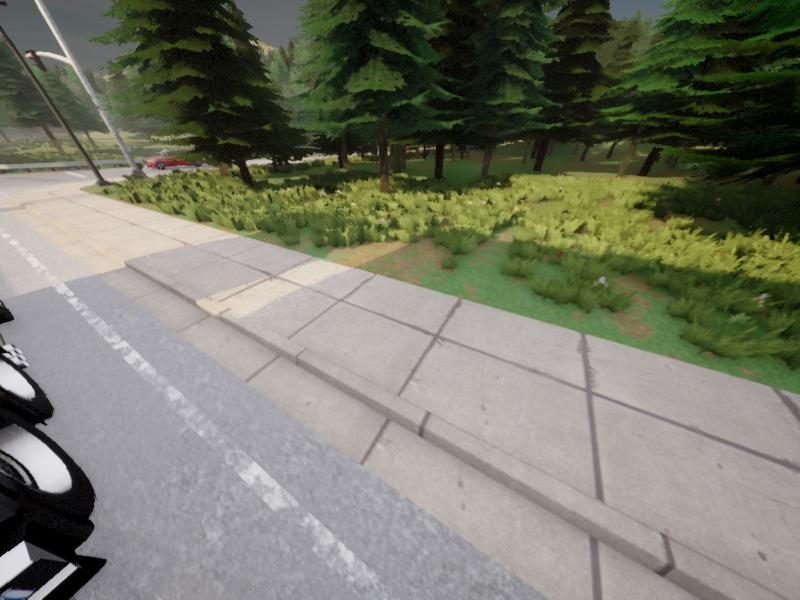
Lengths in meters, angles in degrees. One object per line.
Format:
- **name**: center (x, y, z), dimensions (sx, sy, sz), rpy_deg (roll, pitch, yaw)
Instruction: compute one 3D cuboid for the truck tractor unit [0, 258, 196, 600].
- **truck tractor unit**: center (-5.100, -0.312, 0.789), dimensions (6.516, 4.208, 3.053), rpy_deg (19, 39, 25)
